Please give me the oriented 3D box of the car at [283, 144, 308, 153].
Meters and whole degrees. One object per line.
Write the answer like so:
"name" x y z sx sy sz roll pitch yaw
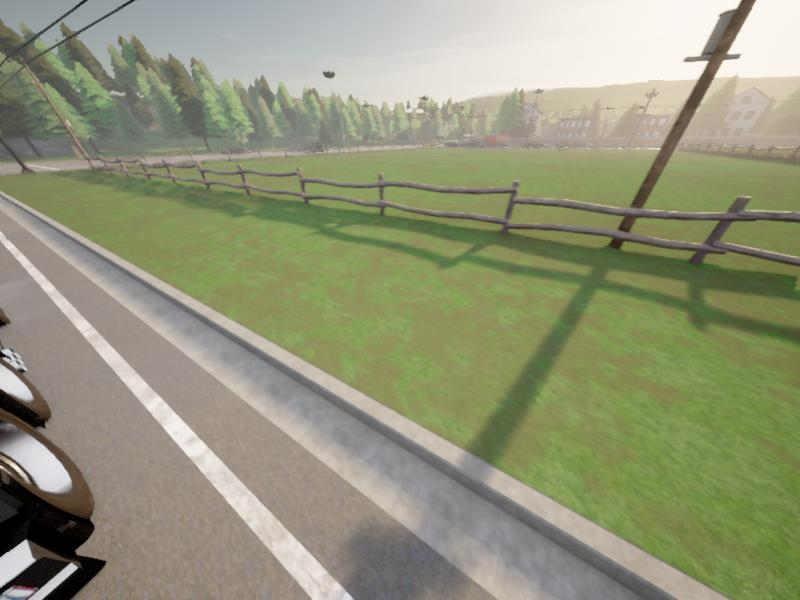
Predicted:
"car" -24.612 -35.710 54.451 2.128 1.511 4.902 18 39 25

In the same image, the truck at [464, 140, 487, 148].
"truck" 24.719 -51.238 75.710 6.274 2.098 2.390 18 39 25

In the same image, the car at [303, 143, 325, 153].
"car" -18.890 -33.581 50.972 1.905 1.878 3.866 18 39 25

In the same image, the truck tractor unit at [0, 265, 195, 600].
"truck tractor unit" -5.111 -0.297 0.805 6.516 4.208 3.053 18 38 24

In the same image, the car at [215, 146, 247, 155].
"car" -34.180 -30.361 46.861 1.837 1.490 4.892 18 39 25

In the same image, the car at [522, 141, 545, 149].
"car" 38.117 -44.355 66.042 5.238 1.638 1.930 18 39 25

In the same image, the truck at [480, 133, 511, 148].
"truck" 31.038 -52.193 75.495 8.468 3.827 2.891 18 39 25
